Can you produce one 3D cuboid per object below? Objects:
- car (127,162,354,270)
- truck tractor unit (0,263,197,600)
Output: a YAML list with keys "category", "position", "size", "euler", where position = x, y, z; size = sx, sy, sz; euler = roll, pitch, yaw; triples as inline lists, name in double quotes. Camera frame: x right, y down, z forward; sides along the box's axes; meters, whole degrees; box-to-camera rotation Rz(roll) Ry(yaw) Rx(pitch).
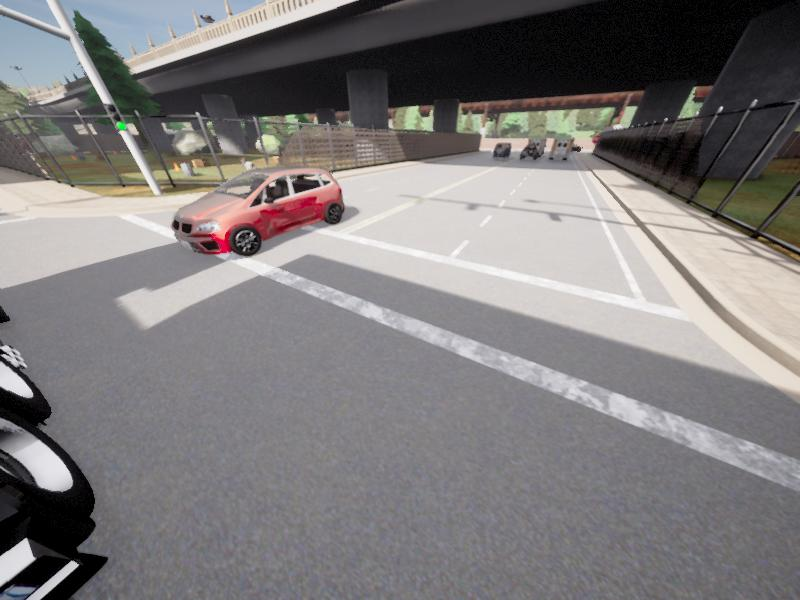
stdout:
- category: "car"
  position: [-3.749, -2.789, 6.620]
  size: [2.242, 1.667, 4.611]
  euler: [18, 38, 24]
- category: "truck tractor unit"
  position: [-5.107, -0.305, 0.782]
  size: [6.516, 4.208, 3.053]
  euler: [18, 39, 24]
